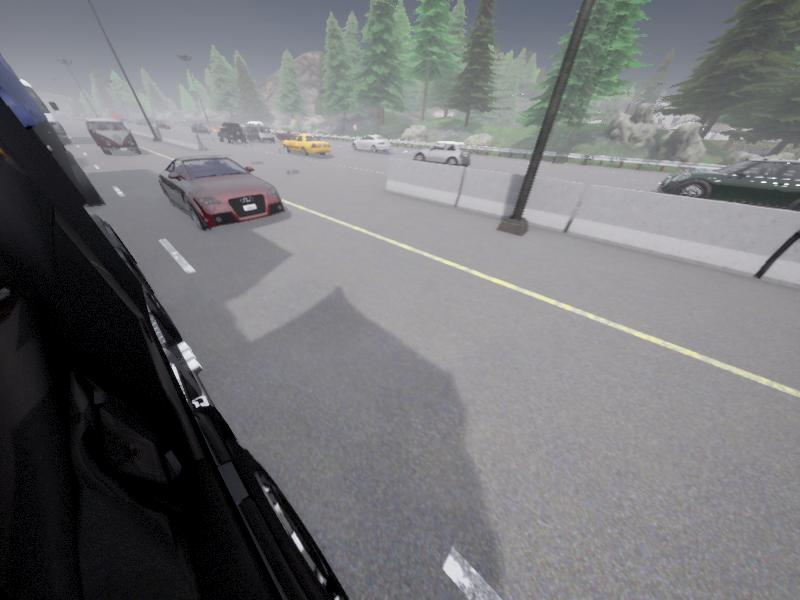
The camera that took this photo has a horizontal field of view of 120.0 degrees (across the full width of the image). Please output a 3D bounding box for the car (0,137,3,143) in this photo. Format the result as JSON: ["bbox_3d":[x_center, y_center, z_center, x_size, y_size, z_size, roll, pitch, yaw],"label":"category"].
[{"bbox_3d":[-34.992,-13.713,18.628,4.611,1.667,2.242,28,44,30],"label":"car"}]

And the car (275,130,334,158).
[{"bbox_3d":[-7.986,-13.046,19.256,5.366,1.575,1.801,28,44,30],"label":"car"}]

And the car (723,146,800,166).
[{"bbox_3d":[43.685,-17.484,27.951,5.008,1.535,1.882,28,44,30],"label":"car"}]

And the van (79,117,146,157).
[{"bbox_3d":[-19.715,-11.208,15.845,4.442,1.987,1.775,28,44,30],"label":"van"}]

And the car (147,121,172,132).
[{"bbox_3d":[-45.683,-33.071,43.945,4.974,1.542,2.038,28,44,30],"label":"car"}]

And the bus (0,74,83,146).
[{"bbox_3d":[-32.510,-16.289,20.043,10.273,4.253,3.944,28,44,30],"label":"bus"}]

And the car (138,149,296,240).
[{"bbox_3d":[-5.135,-3.195,6.467,4.181,1.385,1.994,28,44,30],"label":"car"}]

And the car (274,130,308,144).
[{"bbox_3d":[-14.694,-22.001,31.059,4.718,1.301,1.895,28,44,30],"label":"car"}]

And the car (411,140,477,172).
[{"bbox_3d":[2.889,-9.964,15.818,3.806,1.475,1.970,28,44,30],"label":"car"}]

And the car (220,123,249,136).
[{"bbox_3d":[-28.827,-29.678,40.213,4.611,1.667,2.242,28,44,30],"label":"car"}]

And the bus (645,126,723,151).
[{"bbox_3d":[64.111,-37.103,52.898,10.273,4.253,3.944,28,44,30],"label":"bus"}]

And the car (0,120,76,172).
[{"bbox_3d":[-18.421,-7.691,11.391,4.553,1.767,2.097,28,44,30],"label":"car"}]

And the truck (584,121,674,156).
[{"bbox_3d":[33.299,-23.986,34.152,8.468,3.827,2.891,29,45,31],"label":"truck"}]

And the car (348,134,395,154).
[{"bbox_3d":[-2.886,-15.775,23.276,4.674,1.442,1.812,28,44,30],"label":"car"}]

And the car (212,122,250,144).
[{"bbox_3d":[-19.632,-19.376,26.803,3.866,1.878,1.905,28,44,30],"label":"car"}]

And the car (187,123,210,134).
[{"bbox_3d":[-35.877,-30.616,41.204,3.633,1.501,1.845,28,44,30],"label":"car"}]

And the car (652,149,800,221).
[{"bbox_3d":[13.330,-4.538,8.884,4.553,1.767,2.097,28,44,30],"label":"car"}]

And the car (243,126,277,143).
[{"bbox_3d":[-17.820,-21.046,29.360,3.988,1.617,1.851,28,44,30],"label":"car"}]

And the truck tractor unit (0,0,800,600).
[{"bbox_3d":[-2.645,-0.295,0.352,6.516,4.208,3.053,28,44,30],"label":"truck tractor unit"}]

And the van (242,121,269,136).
[{"bbox_3d":[-26.297,-31.232,42.110,4.480,2.038,2.069,28,44,30],"label":"van"}]

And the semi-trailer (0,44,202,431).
[{"bbox_3d":[-8.699,-3.586,4.252,14.254,4.402,2.717,28,44,30],"label":"semi-trailer"}]
